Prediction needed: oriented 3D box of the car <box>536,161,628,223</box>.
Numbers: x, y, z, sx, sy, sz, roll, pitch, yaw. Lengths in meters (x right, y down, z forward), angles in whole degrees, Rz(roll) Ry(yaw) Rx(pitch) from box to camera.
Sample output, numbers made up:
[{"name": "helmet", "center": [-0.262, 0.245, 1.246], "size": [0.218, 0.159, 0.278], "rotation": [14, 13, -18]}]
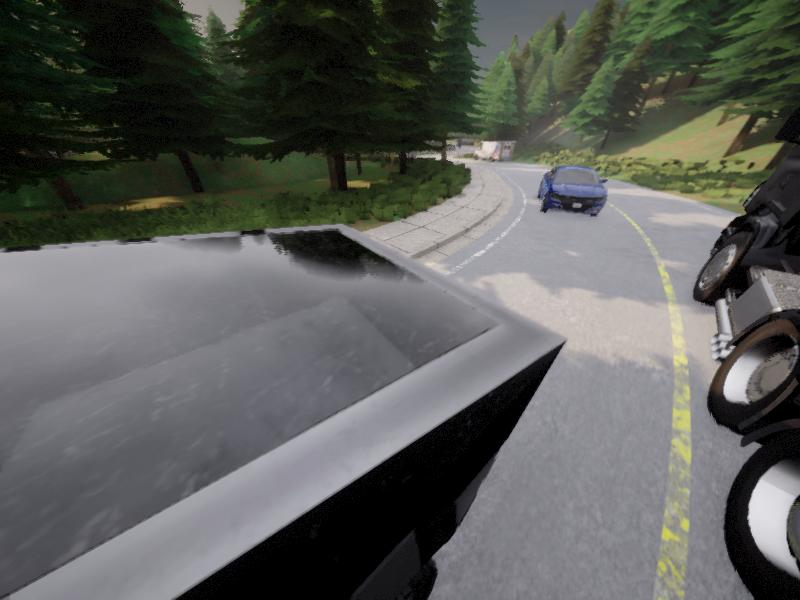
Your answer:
[{"name": "car", "center": [7.153, -4.792, 9.742], "size": [1.882, 1.535, 5.008], "rotation": [14, 37, 20]}]

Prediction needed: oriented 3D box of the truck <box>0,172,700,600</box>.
[{"name": "truck", "center": [-2.430, 1.268, 0.394], "size": [6.274, 2.098, 2.390], "rotation": [-23, 41, -30]}]

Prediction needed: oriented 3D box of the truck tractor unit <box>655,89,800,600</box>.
[{"name": "truck tractor unit", "center": [4.785, -0.540, 1.130], "size": [3.053, 4.208, 6.516], "rotation": [29, 44, 35]}]

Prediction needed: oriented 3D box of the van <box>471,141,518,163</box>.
[{"name": "van", "center": [13.238, -21.274, 33.096], "size": [2.351, 2.431, 6.366], "rotation": [-12, 36, -16]}]
